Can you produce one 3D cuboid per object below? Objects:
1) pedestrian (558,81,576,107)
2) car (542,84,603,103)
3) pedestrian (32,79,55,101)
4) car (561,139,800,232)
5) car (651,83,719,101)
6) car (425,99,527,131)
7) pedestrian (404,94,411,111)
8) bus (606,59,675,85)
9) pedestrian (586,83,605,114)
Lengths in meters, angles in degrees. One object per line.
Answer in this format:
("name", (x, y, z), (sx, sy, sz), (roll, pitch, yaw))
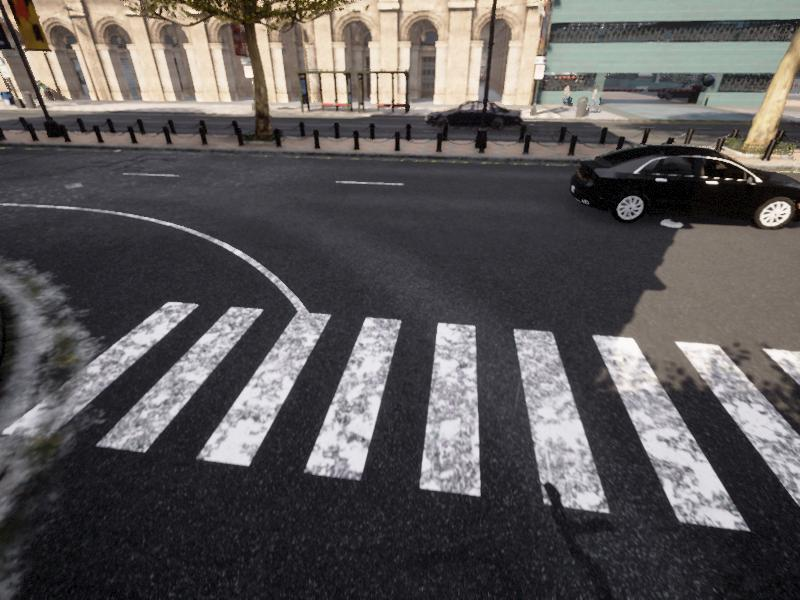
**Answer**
("pedestrian", (13.569, -16.746, 32.523), (0.751, 1.860, 0.751), (1, 30, 1))
("car", (16.158, -19.532, 37.836), (4.786, 1.482, 2.161), (4, 31, 7))
("pedestrian", (-34.176, -20.120, 38.365), (0.751, 1.860, 0.751), (4, 31, 8))
("car", (6.561, -2.699, 9.167), (4.892, 1.490, 1.837), (4, 31, 8))
("car", (28.237, -20.745, 39.821), (4.902, 1.511, 2.128), (4, 31, 7))
("car", (4.190, -10.485, 22.616), (5.357, 1.411, 2.033), (4, 31, 8))
("pedestrian", (0.567, -14.635, 29.675), (0.500, 1.100, 0.500), (-2, 30, -4))
("bus", (46.475, -44.375, 77.814), (10.273, 4.253, 3.944), (10, 32, 17))
("pedestrian", (13.475, -13.889, 27.627), (0.751, 1.860, 0.751), (8, 31, 14))
